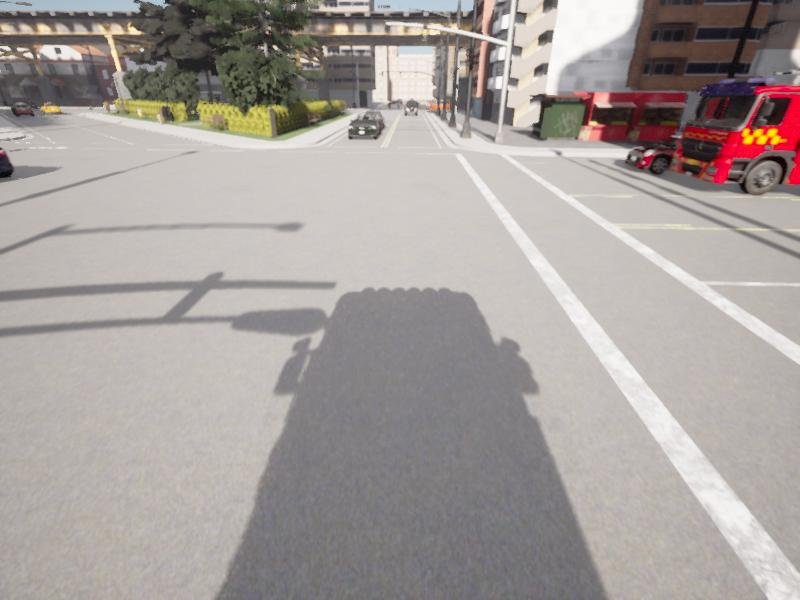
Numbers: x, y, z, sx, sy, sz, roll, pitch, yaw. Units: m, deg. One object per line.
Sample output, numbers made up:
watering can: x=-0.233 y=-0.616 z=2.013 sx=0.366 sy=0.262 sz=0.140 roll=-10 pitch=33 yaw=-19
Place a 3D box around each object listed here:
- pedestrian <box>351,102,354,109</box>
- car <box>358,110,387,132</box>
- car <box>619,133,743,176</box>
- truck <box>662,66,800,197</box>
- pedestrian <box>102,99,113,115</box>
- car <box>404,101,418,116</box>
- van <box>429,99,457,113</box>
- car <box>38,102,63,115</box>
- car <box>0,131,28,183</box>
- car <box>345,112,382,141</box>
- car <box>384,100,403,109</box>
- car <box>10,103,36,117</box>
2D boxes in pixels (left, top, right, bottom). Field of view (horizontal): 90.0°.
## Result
pedestrian: x=-9.357 y=-38.165 z=78.455 sx=0.500 sy=1.100 sz=0.500 roll=2 pitch=27 yaw=3
car: x=-2.432 y=-16.265 z=36.267 sx=2.163 sy=1.488 sz=4.792 roll=1 pitch=27 yaw=1
car: x=12.255 y=-6.474 z=17.723 sx=3.806 sy=1.475 sz=1.970 roll=1 pitch=27 yaw=1
truck: x=14.887 y=-5.856 z=14.071 sx=8.468 sy=3.827 sz=2.891 roll=1 pitch=27 yaw=0
pedestrian: x=-39.881 y=-26.321 z=54.553 sx=0.751 sy=1.860 sz=0.751 roll=-21 pitch=34 yaw=-35
car: x=1.623 y=-28.365 z=59.175 sx=1.905 sy=1.878 sz=3.866 roll=0 pitch=27 yaw=0
van: x=7.321 y=-33.160 z=68.360 sx=4.442 sy=1.987 sz=1.775 roll=1 pitch=27 yaw=1
car: x=-51.001 y=-27.980 z=58.335 sx=1.801 sy=1.575 sz=5.366 roll=-24 pitch=36 yaw=-38
car: x=-16.979 y=-5.215 z=14.613 sx=4.611 sy=1.667 sz=2.242 roll=5 pitch=28 yaw=9
car: x=-2.605 y=-13.136 z=30.080 sx=2.152 sy=1.651 sz=5.027 roll=1 pitch=27 yaw=1
car: x=-1.311 y=-40.943 z=83.721 sx=2.038 sy=1.542 sz=4.974 roll=13 pitch=30 yaw=23
car: x=-50.390 y=-25.379 z=53.439 sx=1.970 sy=1.475 sz=3.806 roll=-23 pitch=35 yaw=-37
